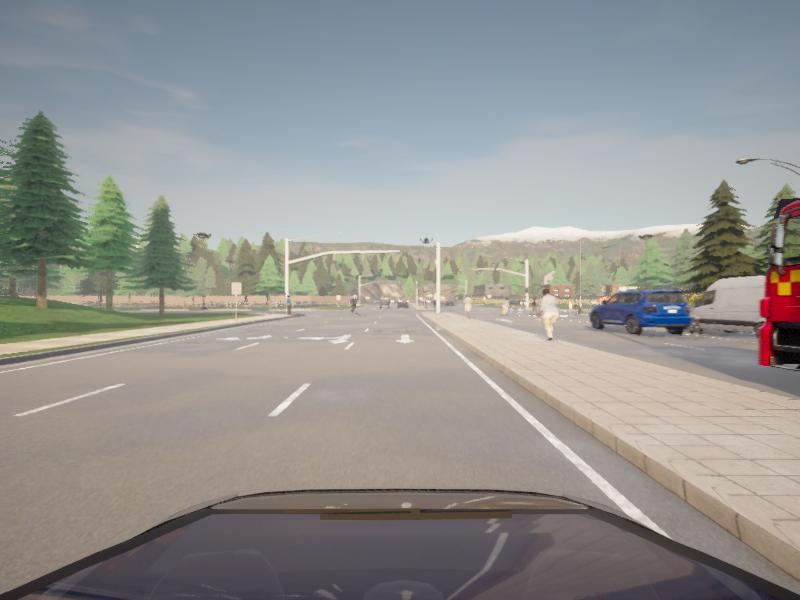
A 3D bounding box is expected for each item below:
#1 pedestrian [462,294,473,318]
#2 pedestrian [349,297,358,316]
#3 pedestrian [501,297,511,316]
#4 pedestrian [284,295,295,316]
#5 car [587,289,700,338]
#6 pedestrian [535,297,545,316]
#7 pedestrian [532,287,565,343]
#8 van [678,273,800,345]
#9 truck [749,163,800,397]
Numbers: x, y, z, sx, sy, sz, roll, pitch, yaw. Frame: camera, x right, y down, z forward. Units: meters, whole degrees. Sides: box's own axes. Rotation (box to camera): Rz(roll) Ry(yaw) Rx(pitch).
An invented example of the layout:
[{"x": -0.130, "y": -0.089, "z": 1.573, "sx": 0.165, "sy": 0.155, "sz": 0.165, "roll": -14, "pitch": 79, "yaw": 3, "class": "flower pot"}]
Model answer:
[{"x": 5.434, "y": 0.492, "z": 32.091, "sx": 0.751, "sy": 1.860, "sz": 0.751, "roll": 0, "pitch": 0, "yaw": 1, "class": "pedestrian"}, {"x": -4.551, "y": 0.646, "z": 39.339, "sx": 0.751, "sy": 1.860, "sz": 0.751, "roll": 0, "pitch": 0, "yaw": -20, "class": "pedestrian"}, {"x": 10.397, "y": 0.646, "z": 39.253, "sx": 0.751, "sy": 1.860, "sz": 0.751, "roll": 0, "pitch": 0, "yaw": -2, "class": "pedestrian"}, {"x": -10.108, "y": 0.481, "z": 36.483, "sx": 0.751, "sy": 1.860, "sz": 0.751, "roll": 0, "pitch": 0, "yaw": 5, "class": "pedestrian"}, {"x": 11.495, "y": 0.572, "z": 19.558, "sx": 2.150, "sy": 2.045, "sz": 5.566, "roll": 0, "pitch": 0, "yaw": 0, "class": "car"}, {"x": 13.647, "y": 0.646, "z": 39.002, "sx": 0.751, "sy": 1.860, "sz": 0.751, "roll": 0, "pitch": 0, "yaw": -1, "class": "pedestrian"}, {"x": 5.113, "y": 0.488, "z": 13.779, "sx": 0.751, "sy": 1.860, "sz": 0.751, "roll": 0, "pitch": 0, "yaw": -19, "class": "pedestrian"}, {"x": 15.001, "y": 0.326, "z": 17.178, "sx": 1.988, "sy": 2.561, "sz": 5.915, "roll": 0, "pitch": 0, "yaw": 0, "class": "van"}, {"x": 8.006, "y": -0.318, "z": 3.288, "sx": 2.891, "sy": 3.827, "sz": 8.468, "roll": 0, "pitch": 0, "yaw": 0, "class": "truck"}]
